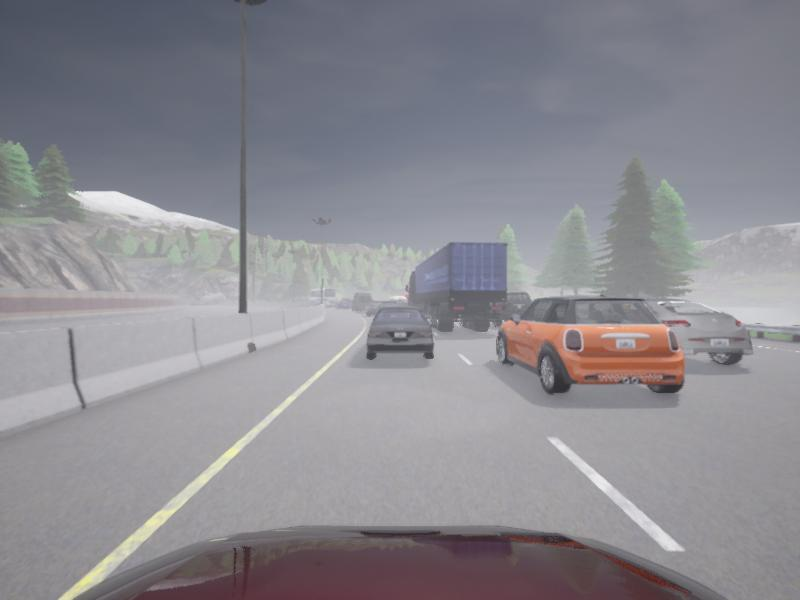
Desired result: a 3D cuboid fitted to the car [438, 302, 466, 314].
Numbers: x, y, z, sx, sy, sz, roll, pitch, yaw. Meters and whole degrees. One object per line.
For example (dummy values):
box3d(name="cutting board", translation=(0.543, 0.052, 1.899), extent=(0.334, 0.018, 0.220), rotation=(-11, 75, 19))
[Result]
box3d(name="car", translation=(6.382, 0.953, 49.501), extent=(1.895, 1.301, 4.718), rotation=(0, 0, -13))

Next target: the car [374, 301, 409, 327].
box3d(name="car", translation=(-0.675, 0.832, 26.637), extent=(2.038, 1.542, 4.974), rotation=(0, 0, -5))

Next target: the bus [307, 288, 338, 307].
box3d(name="bus", translation=(-18.123, -0.517, 92.492), extent=(3.944, 4.253, 10.273), rotation=(0, 0, -30))

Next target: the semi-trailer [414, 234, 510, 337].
box3d(name="semi-trailer", translation=(2.916, -0.614, 24.308), extent=(2.717, 4.402, 14.254), rotation=(0, 0, -4))

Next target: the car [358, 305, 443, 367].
box3d(name="car", translation=(-0.016, 0.897, 12.225), extent=(2.033, 1.411, 5.357), rotation=(0, 0, -1))

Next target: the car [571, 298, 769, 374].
box3d(name="car", translation=(6.989, 0.783, 11.260), extent=(2.152, 1.651, 5.027), rotation=(0, 0, 0))

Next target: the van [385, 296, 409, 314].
box3d(name="van", translation=(-0.416, 0.579, 47.786), extent=(2.069, 2.038, 4.480), rotation=(0, 0, -12))

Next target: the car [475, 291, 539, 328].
box3d(name="car", translation=(6.485, 0.567, 25.082), extent=(2.150, 2.045, 5.566), rotation=(0, -1, -4))

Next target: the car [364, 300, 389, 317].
box3d(name="car", translation=(-2.444, 0.831, 40.158), extent=(2.038, 1.542, 4.974), rotation=(0, 0, -9))

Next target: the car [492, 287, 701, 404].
box3d(name="car", translation=(3.499, 0.696, 8.325), extent=(2.097, 1.767, 4.553), rotation=(0, 0, 0))

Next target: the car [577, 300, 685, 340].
box3d(name="car", translation=(10.340, 0.805, 18.536), extent=(1.801, 1.575, 5.366), rotation=(0, 0, -2))

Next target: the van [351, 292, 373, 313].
box3d(name="van", translation=(-5.065, 0.332, 52.260), extent=(1.988, 2.561, 5.915), rotation=(0, 0, -14))

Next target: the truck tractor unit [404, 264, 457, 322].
box3d(name="truck tractor unit", translation=(2.278, -0.514, 32.195), extent=(3.053, 4.208, 6.516), rotation=(0, 0, -7))
